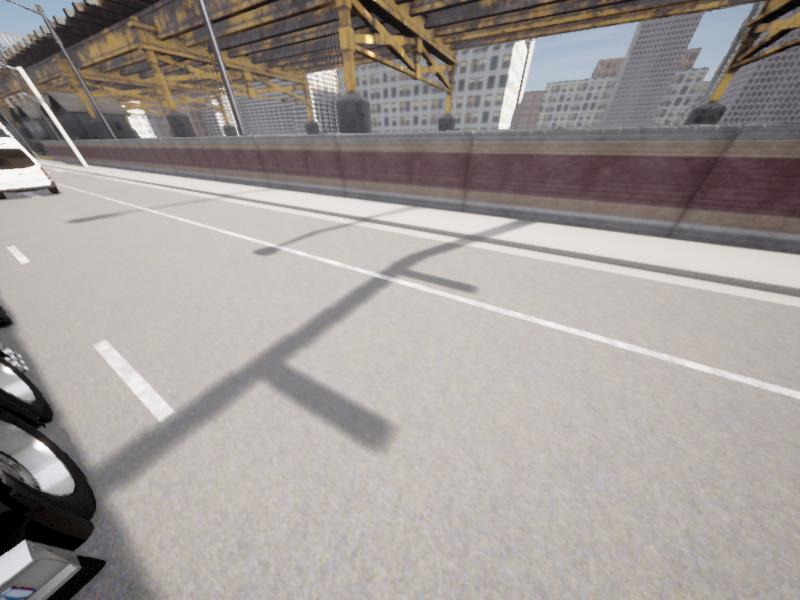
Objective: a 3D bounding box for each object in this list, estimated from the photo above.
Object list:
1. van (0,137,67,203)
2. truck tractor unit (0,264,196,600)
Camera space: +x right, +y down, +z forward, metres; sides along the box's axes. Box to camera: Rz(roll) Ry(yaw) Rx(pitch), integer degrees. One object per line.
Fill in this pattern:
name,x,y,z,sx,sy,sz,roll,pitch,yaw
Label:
van,-20.947,-7.007,12.177,5.915,2.561,1.988,18,39,24
truck tractor unit,-5.112,-0.294,0.806,6.516,4.208,3.053,18,38,25
